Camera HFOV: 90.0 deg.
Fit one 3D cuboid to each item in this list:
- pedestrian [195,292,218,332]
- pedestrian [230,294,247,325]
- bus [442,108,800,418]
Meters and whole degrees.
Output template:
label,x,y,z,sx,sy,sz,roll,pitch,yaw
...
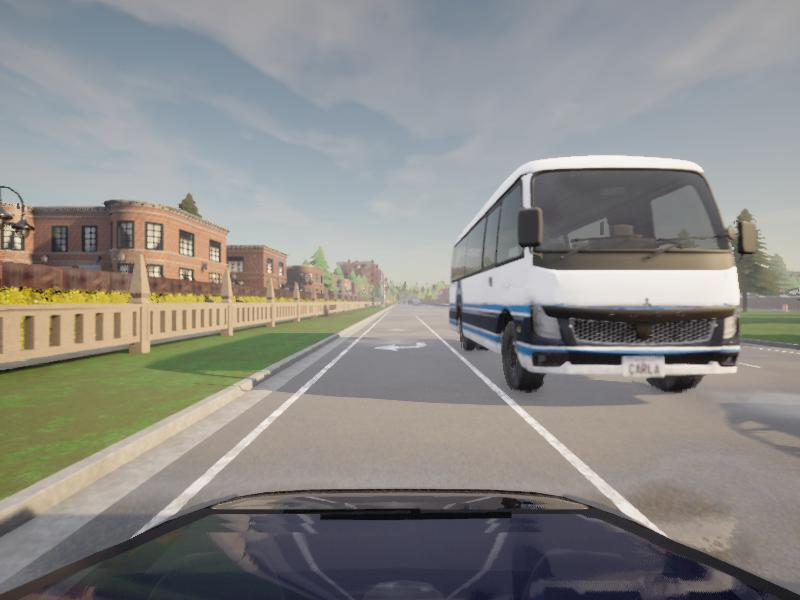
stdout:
label,x,y,z,sx,sy,sz,roll,pitch,yaw
pedestrian,-9.218,0.562,19.088,0.751,1.860,0.751,0,0,0
pedestrian,-9.885,0.582,24.446,0.751,1.860,0.751,0,0,-1
bus,3.621,-0.489,10.616,3.944,4.253,10.273,0,0,0
